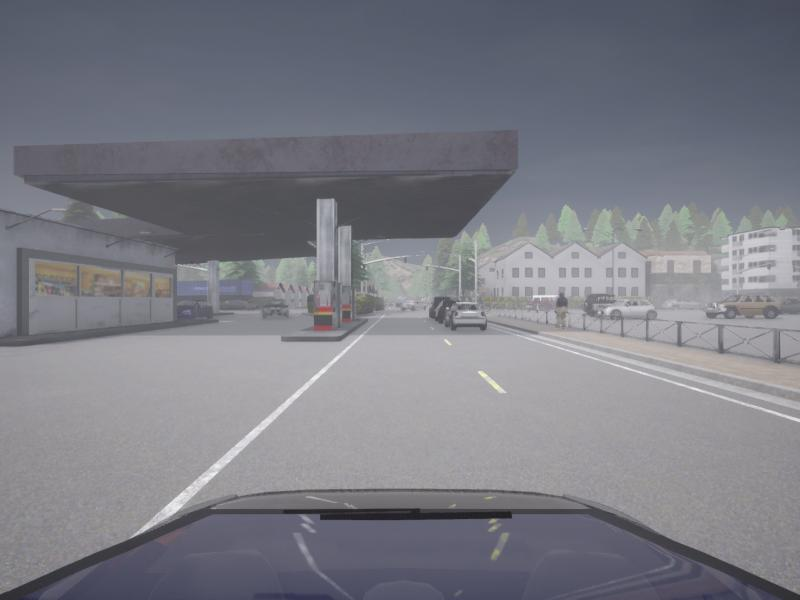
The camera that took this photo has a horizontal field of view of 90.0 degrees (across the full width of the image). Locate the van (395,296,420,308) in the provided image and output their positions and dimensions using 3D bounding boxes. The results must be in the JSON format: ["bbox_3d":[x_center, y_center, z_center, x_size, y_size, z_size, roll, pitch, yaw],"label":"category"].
[{"bbox_3d":[1.727,0.371,97.365,2.351,2.431,6.366,13,-7,-35],"label":"van"}]

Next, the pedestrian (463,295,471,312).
[{"bbox_3d":[7.595,0.400,45.486,0.751,1.860,0.751,0,0,-3],"label":"pedestrian"}]

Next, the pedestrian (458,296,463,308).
[{"bbox_3d":[8.920,0.293,58.992,0.751,1.860,0.751,0,0,8],"label":"pedestrian"}]

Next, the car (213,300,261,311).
[{"bbox_3d":[-20.815,0.705,51.249,5.357,1.411,2.033,0,0,-1],"label":"car"}]

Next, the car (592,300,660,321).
[{"bbox_3d":[16.258,0.704,28.912,3.806,1.475,1.970,0,0,0],"label":"car"}]

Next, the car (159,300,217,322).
[{"bbox_3d":[-17.145,0.824,32.665,2.242,1.667,4.611,0,0,0],"label":"car"}]

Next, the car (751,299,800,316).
[{"bbox_3d":[34.723,0.641,35.957,4.514,1.523,2.007,0,0,0],"label":"car"}]

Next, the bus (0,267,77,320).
[{"bbox_3d":[-33.989,-0.535,34.428,3.944,4.253,10.273,0,0,0],"label":"bus"}]

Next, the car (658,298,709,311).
[{"bbox_3d":[36.305,0.589,51.379,5.027,1.651,2.152,0,0,0],"label":"car"}]

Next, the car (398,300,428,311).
[{"bbox_3d":[1.888,0.775,55.501,1.812,1.442,4.674,-1,0,37],"label":"car"}]

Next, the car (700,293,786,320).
[{"bbox_3d":[24.737,0.441,28.980,4.605,1.855,1.932,0,0,0],"label":"car"}]

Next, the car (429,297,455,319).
[{"bbox_3d":[3.589,0.646,34.986,1.905,1.878,3.866,0,0,0],"label":"car"}]

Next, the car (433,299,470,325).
[{"bbox_3d":[3.572,0.778,28.533,2.033,1.649,4.856,0,0,0],"label":"car"}]

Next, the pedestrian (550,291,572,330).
[{"bbox_3d":[7.804,0.485,19.445,0.751,1.860,0.751,0,0,0],"label":"pedestrian"}]

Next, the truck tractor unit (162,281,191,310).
[{"bbox_3d":[-33.380,-0.571,60.016,3.053,4.208,6.516,0,-1,-23],"label":"truck tractor unit"}]

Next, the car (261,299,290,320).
[{"bbox_3d":[-10.834,0.756,35.058,2.242,1.667,4.611,0,0,-16],"label":"car"}]

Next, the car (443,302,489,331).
[{"bbox_3d":[3.559,0.853,22.210,1.970,1.475,3.806,0,0,0],"label":"car"}]

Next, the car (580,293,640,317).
[{"bbox_3d":[16.857,0.420,32.239,3.866,1.878,1.905,0,0,0],"label":"car"}]

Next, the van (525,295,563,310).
[{"bbox_3d":[19.682,0.380,54.917,4.480,2.038,2.069,0,0,-4],"label":"van"}]

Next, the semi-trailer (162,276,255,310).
[{"bbox_3d":[-27.047,-0.793,56.059,14.254,4.402,2.717,-1,0,21],"label":"semi-trailer"}]
